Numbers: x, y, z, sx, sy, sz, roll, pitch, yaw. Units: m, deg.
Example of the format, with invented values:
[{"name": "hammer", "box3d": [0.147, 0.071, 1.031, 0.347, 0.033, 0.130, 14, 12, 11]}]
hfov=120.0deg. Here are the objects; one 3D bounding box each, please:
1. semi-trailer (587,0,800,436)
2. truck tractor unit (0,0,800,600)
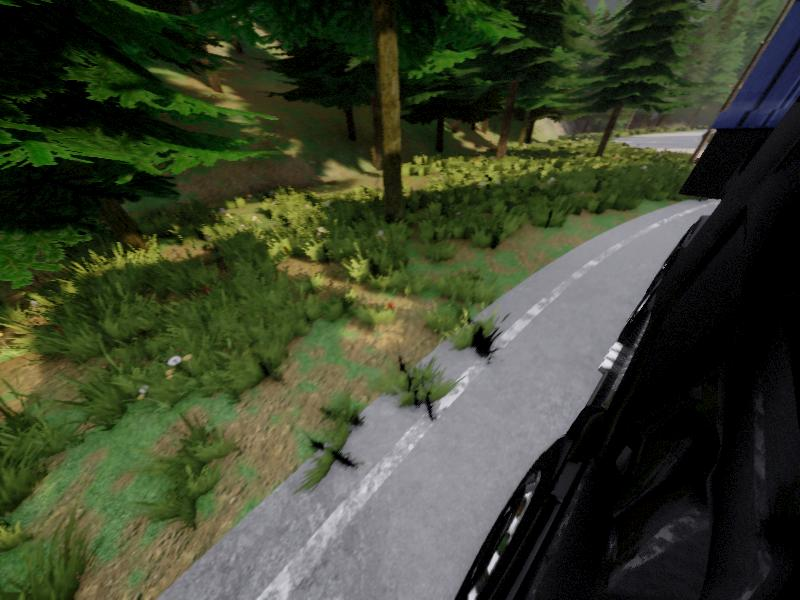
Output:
[{"name": "semi-trailer", "box3d": [9.556, -2.815, 3.122, 14.254, 4.402, 2.717, -17, 39, -18]}, {"name": "truck tractor unit", "box3d": [2.645, -0.295, 0.351, 6.516, 4.208, 3.053, -28, 44, -30]}]
